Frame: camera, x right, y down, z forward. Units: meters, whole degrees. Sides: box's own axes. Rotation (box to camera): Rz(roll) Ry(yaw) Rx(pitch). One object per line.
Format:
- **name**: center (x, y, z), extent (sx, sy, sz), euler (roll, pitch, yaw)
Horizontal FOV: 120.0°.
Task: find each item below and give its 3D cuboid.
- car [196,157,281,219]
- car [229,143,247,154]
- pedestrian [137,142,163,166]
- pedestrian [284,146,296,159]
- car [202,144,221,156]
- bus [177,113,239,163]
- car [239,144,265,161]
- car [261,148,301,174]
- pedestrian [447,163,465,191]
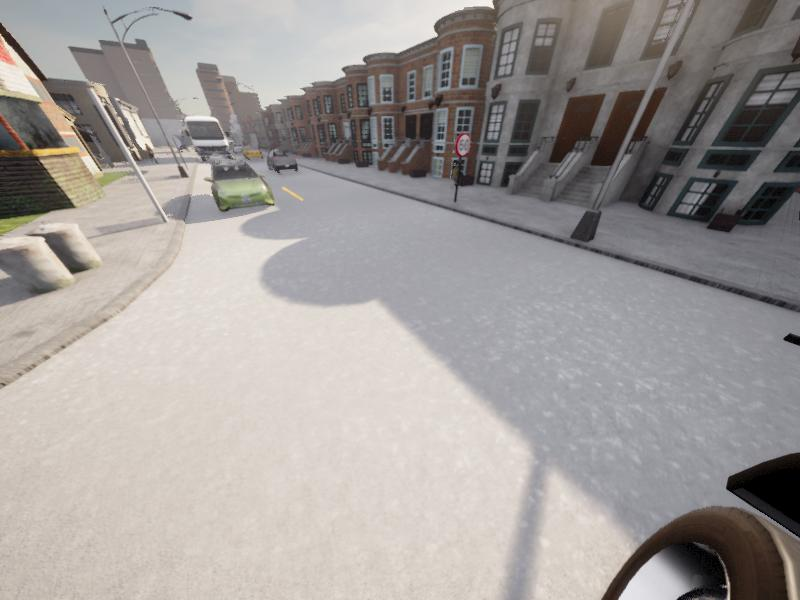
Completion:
- **car**: center (-6.676, -4.813, 9.461), extent (2.007, 1.525, 4.514), euler (-22, 41, -28)
- **car**: center (-28.801, -26.939, 41.060), extent (1.970, 1.475, 3.806), euler (-22, 41, -28)
- **pedestrian**: center (-23.908, -14.002, 22.117), extent (0.751, 1.860, 0.751), euler (14, 38, 20)
- **pedestrian**: center (-13.651, -18.274, 28.581), extent (0.751, 1.300, 0.751), euler (12, 37, 17)
- **car**: center (-30.514, -24.346, 37.383), extent (1.837, 1.490, 4.892), euler (-22, 40, -28)
- **bus**: center (-23.524, -19.876, 28.601), extent (3.944, 4.253, 10.273), euler (-22, 40, -28)
- **car**: center (-19.014, -18.958, 29.574), extent (1.801, 1.575, 5.366), euler (-22, 41, -28)
- **car**: center (-9.582, -11.189, 18.525), extent (1.845, 1.501, 3.633), euler (-22, 41, -28)
- **pedestrian**: center (2.689, -5.924, 11.110), extent (0.500, 1.100, 0.500), euler (-23, 41, -29)
